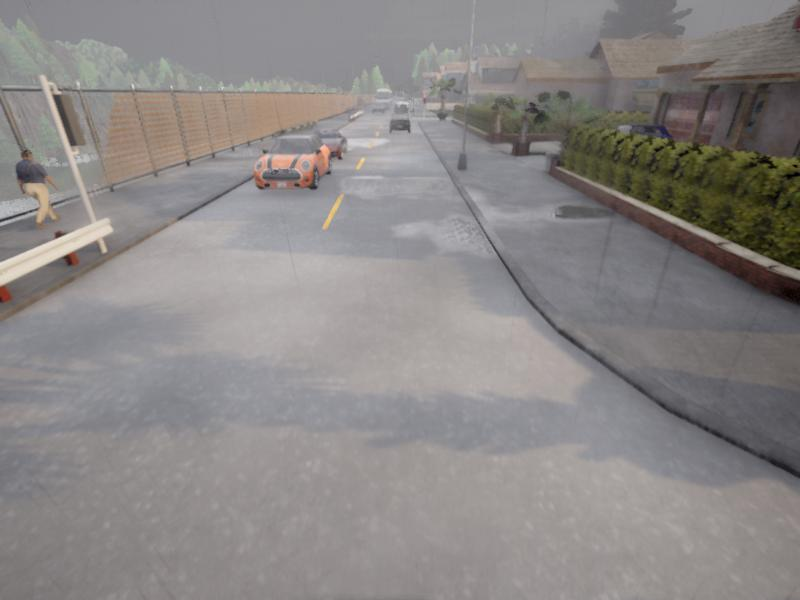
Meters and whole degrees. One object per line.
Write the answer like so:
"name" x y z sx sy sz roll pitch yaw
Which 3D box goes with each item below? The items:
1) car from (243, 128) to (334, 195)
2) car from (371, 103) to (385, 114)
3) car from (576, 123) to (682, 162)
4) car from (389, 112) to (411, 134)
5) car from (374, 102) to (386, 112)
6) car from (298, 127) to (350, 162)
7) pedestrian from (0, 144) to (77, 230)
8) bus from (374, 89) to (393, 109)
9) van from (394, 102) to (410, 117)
"car" -3.962 -5.404 15.200 2.097 1.767 4.553 0 27 0
"car" -3.965 -35.373 73.809 2.152 1.651 5.027 1 27 1
"car" 10.565 -7.392 18.693 3.633 1.501 1.845 -1 27 -2
"car" 0.009 -16.094 36.322 1.882 1.535 5.008 0 27 0
"car" -3.979 -38.519 79.935 2.033 1.649 4.856 0 27 0
"car" -3.998 -8.563 21.825 1.994 1.385 4.181 0 27 0
"pedestrian" -8.723 -2.707 9.588 0.751 1.860 0.751 -2 27 -4
"bus" -3.852 -48.334 96.182 3.944 4.253 10.273 0 27 0
"van" 0.301 -30.563 63.971 2.069 2.038 4.480 -3 27 -5
